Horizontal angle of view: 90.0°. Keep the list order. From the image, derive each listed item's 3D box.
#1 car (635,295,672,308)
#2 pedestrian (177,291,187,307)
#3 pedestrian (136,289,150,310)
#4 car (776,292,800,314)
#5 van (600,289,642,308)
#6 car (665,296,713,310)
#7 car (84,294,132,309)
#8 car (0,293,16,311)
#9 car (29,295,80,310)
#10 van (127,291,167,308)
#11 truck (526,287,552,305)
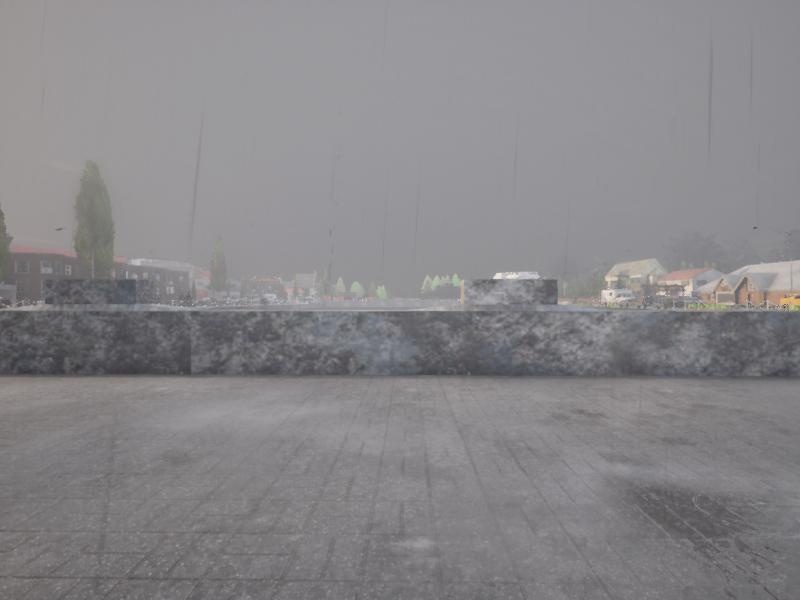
[{"bbox_3d":[34.260,0.180,54.273,2.033,1.649,4.856,0,0,1],"label":"car"},{"bbox_3d":[-25.387,-0.068,46.519,0.751,1.860,0.751,0,0,8],"label":"pedestrian"},{"bbox_3d":[-23.428,-0.066,36.475,0.751,1.860,0.751,0,0,-5],"label":"pedestrian"},{"bbox_3d":[29.818,0.225,28.264,1.882,1.535,5.008,0,0,1],"label":"car"},{"bbox_3d":[30.270,-0.220,55.100,2.351,2.431,6.366,0,0,1],"label":"van"},{"bbox_3d":[30.042,0.309,41.758,1.994,1.385,4.181,0,0,1],"label":"car"},{"bbox_3d":[-35.502,0.168,48.850,1.930,1.638,5.238,0,0,1],"label":"car"},{"bbox_3d":[-35.754,0.168,33.576,1.930,1.638,5.238,0,0,1],"label":"car"},{"bbox_3d":[-35.626,0.250,41.350,1.970,1.475,3.806,0,0,1],"label":"car"},{"bbox_3d":[-31.487,-0.032,49.881,2.069,2.038,4.480,0,0,1],"label":"van"},{"bbox_3d":[30.843,-0.923,89.218,2.891,3.827,8.468,0,0,1],"label":"truck"}]
